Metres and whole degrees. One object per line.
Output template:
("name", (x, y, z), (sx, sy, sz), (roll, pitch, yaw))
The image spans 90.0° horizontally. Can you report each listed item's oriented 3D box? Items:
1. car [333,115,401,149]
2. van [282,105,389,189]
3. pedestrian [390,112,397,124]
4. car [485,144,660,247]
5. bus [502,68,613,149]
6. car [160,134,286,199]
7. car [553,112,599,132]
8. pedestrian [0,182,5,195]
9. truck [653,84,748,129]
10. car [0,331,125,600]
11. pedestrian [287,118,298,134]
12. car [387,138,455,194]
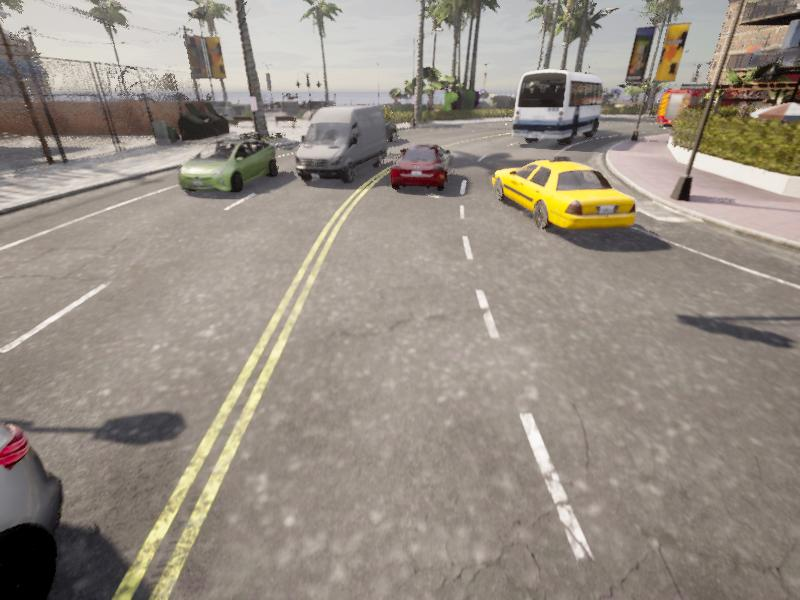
("car", (-2.020, -11.219, 26.580), (2.152, 1.651, 5.027), (13, 30, 24))
("van", (-2.280, -6.519, 16.469), (1.988, 2.561, 5.915), (7, 28, 14))
("pedestrian", (-0.710, -19.212, 42.254), (0.500, 1.100, 0.500), (-23, 35, -38))
("car", (4.156, -3.150, 10.977), (1.801, 1.575, 5.366), (-4, 27, -7))
("bus", (11.285, -13.445, 28.019), (3.944, 4.253, 10.273), (17, 32, 32))
("car", (-6.175, -5.067, 14.760), (2.007, 1.525, 4.514), (4, 28, 8))
("car", (16.168, -16.396, 36.758), (3.806, 1.475, 1.970), (-20, 33, -33))
("pedestrian", (-13.068, -4.078, 12.102), (0.751, 1.860, 0.751), (2, 27, 4))
("truck", (29.937, -19.349, 39.910), (8.468, 3.827, 2.891), (-12, 30, -22))
("car", (-3.444, 1.994, 0.918), (2.242, 1.667, 4.611), (0, 27, 1))
("pedestrian", (-8.618, -13.995, 32.150), (0.500, 1.100, 0.500), (12, 30, 22))
("car", (0.915, -5.213, 15.211), (1.994, 1.385, 4.181), (5, 28, 9))
